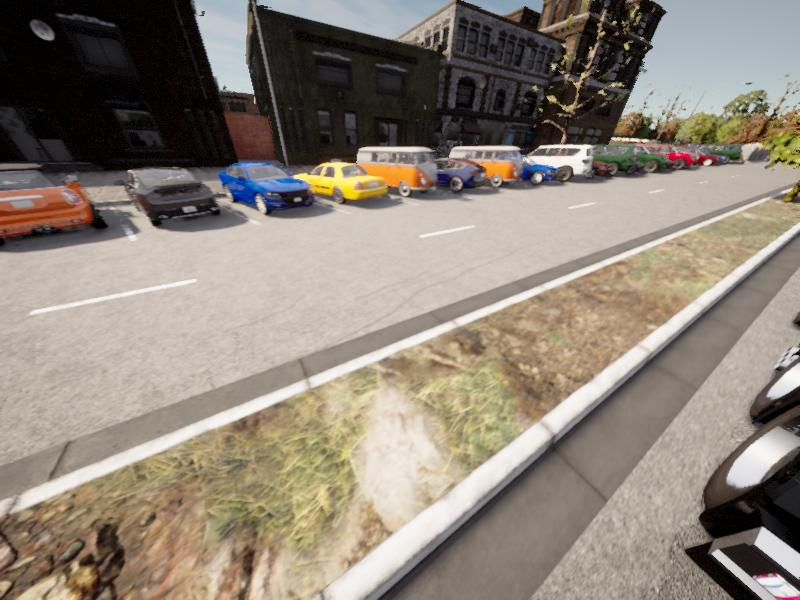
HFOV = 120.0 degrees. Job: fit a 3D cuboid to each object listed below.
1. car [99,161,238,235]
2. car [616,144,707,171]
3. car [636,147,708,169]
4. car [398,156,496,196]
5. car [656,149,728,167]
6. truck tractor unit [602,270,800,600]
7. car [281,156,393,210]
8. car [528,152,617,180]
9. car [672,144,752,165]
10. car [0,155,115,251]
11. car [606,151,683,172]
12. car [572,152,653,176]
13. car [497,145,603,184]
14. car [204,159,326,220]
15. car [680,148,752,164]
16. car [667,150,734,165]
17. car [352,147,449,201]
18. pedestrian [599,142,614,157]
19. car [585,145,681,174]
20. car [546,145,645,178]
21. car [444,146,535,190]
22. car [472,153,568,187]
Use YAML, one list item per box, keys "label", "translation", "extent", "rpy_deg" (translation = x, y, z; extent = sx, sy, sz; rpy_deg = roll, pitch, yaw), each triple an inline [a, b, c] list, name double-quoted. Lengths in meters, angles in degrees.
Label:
- label: "car"
  translation: [-8.082, -3.793, 8.007]
  extent: [4.892, 1.521, 2.231]
  rpy_deg: [25, 42, 32]
- label: "car"
  translation: [26.178, -14.605, 23.525]
  extent: [5.566, 2.045, 2.435]
  rpy_deg: [26, 42, 33]
- label: "car"
  translation: [28.811, -15.304, 24.781]
  extent: [4.553, 1.767, 2.185]
  rpy_deg: [26, 42, 33]
- label: "car"
  translation: [2.415, -7.081, 12.915]
  extent: [4.792, 1.488, 2.163]
  rpy_deg: [26, 42, 33]
- label: "car"
  translation: [34.077, -16.833, 27.263]
  extent: [5.008, 1.535, 2.097]
  rpy_deg: [26, 42, 33]
- label: "truck tractor unit"
  translation: [5.119, -0.288, 0.781]
  extent: [6.516, 4.208, 3.053]
  rpy_deg: [-18, 38, -24]
- label: "car"
  translation: [-2.975, -5.526, 10.559]
  extent: [5.366, 1.575, 1.946]
  rpy_deg: [26, 42, 33]
- label: "car"
  translation: [12.979, -10.349, 17.687]
  extent: [5.008, 1.535, 2.097]
  rpy_deg: [26, 42, 33]
- label: "car"
  translation: [39.360, -18.676, 29.515]
  extent: [5.566, 2.045, 2.435]
  rpy_deg: [26, 42, 33]
- label: "car"
  translation: [-10.698, -3.052, 6.686]
  extent: [4.553, 1.767, 2.185]
  rpy_deg: [25, 42, 32]
- label: "car"
  translation: [23.540, -13.561, 22.483]
  extent: [4.792, 1.488, 2.163]
  rpy_deg: [26, 42, 33]
- label: "car"
  translation: [18.271, -11.937, 20.085]
  extent: [4.792, 1.488, 2.163]
  rpy_deg: [26, 42, 33]
- label: "car"
  translation: [10.323, -9.752, 16.358]
  extent: [5.566, 2.045, 2.435]
  rpy_deg: [26, 42, 33]
- label: "car"
  translation: [-5.465, -4.637, 9.252]
  extent: [5.008, 1.535, 2.097]
  rpy_deg: [26, 41, 32]
- label: "car"
  translation: [41.900, -19.354, 30.934]
  extent: [5.366, 1.575, 1.946]
  rpy_deg: [26, 43, 33]
- label: "car"
  translation: [36.736, -17.612, 28.479]
  extent: [4.674, 1.452, 2.002]
  rpy_deg: [26, 42, 33]
- label: "car"
  translation: [-0.106, -6.424, 11.489]
  extent: [4.442, 1.987, 1.878]
  rpy_deg: [26, 42, 33]
- label: "pedestrian"
  translation: [31.421, -22.898, 35.173]
  extent: [0.751, 1.860, 0.751]
  rpy_deg: [-19, 39, -28]
- label: "car"
  translation: [20.906, -12.983, 21.128]
  extent: [5.566, 2.045, 2.435]
  rpy_deg: [26, 42, 33]
- label: "car"
  translation: [15.589, -11.375, 18.754]
  extent: [5.566, 2.045, 2.435]
  rpy_deg: [26, 42, 33]
- label: "car"
  translation: [5.169, -8.057, 13.900]
  extent: [4.442, 1.987, 1.878]
  rpy_deg: [26, 42, 33]
- label: "car"
  translation: [7.712, -8.725, 15.290]
  extent: [5.008, 1.535, 2.097]
  rpy_deg: [26, 42, 33]
